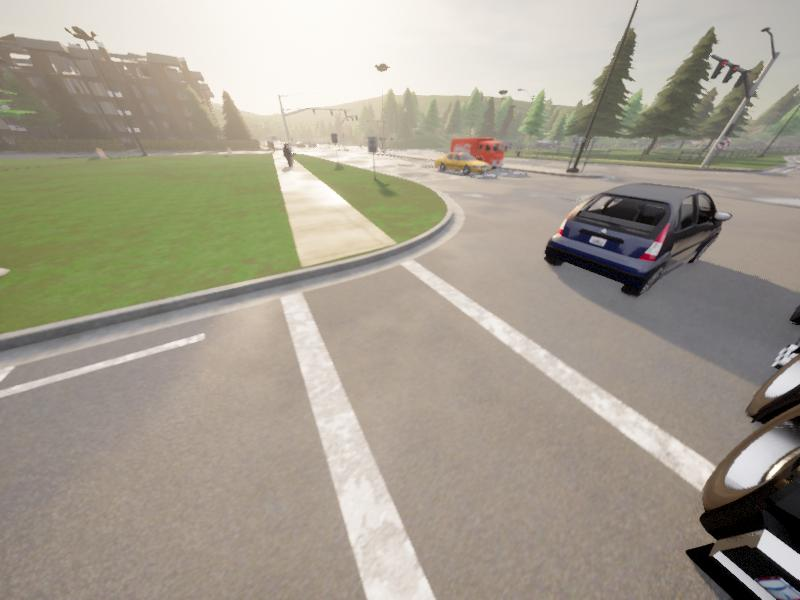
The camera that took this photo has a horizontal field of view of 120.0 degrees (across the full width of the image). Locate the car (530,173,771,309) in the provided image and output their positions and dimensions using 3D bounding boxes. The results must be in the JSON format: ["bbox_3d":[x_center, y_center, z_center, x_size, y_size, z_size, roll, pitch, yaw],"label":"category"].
[{"bbox_3d":[5.088,-1.526,4.831,3.988,1.617,1.851,-18,39,-24],"label":"car"}]

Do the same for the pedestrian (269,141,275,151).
[{"bbox_3d":[-28.635,-34.544,51.723,0.751,1.860,0.751,-15,38,-21],"label":"pedestrian"}]

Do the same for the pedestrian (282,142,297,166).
[{"bbox_3d":[-10.114,-13.383,21.208,0.751,1.860,0.751,-14,37,-20],"label":"pedestrian"}]

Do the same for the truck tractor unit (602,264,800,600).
[{"bbox_3d":[5.111,-0.301,0.779,6.516,4.208,3.053,-18,39,-24],"label":"truck tractor unit"}]

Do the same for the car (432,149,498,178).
[{"bbox_3d":[4.994,-11.208,18.766,1.801,1.575,5.366,-18,39,-24],"label":"car"}]

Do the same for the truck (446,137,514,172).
[{"bbox_3d":[7.094,-13.513,21.325,2.627,2.467,5.204,-17,38,-24],"label":"truck"}]

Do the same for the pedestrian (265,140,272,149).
[{"bbox_3d":[-31.028,-36.726,54.572,0.751,1.860,0.751,3,35,4],"label":"pedestrian"}]

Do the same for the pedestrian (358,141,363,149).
[{"bbox_3d":[-11.455,-45.076,67.002,0.751,1.860,0.751,-25,42,-31],"label":"pedestrian"}]

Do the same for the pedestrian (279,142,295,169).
[{"bbox_3d":[-9.497,-12.190,19.499,0.751,1.860,0.751,-14,37,-20],"label":"pedestrian"}]

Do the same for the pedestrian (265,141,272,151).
[{"bbox_3d":[-29.124,-34.120,51.111,0.751,1.860,0.751,-14,37,-19],"label":"pedestrian"}]
